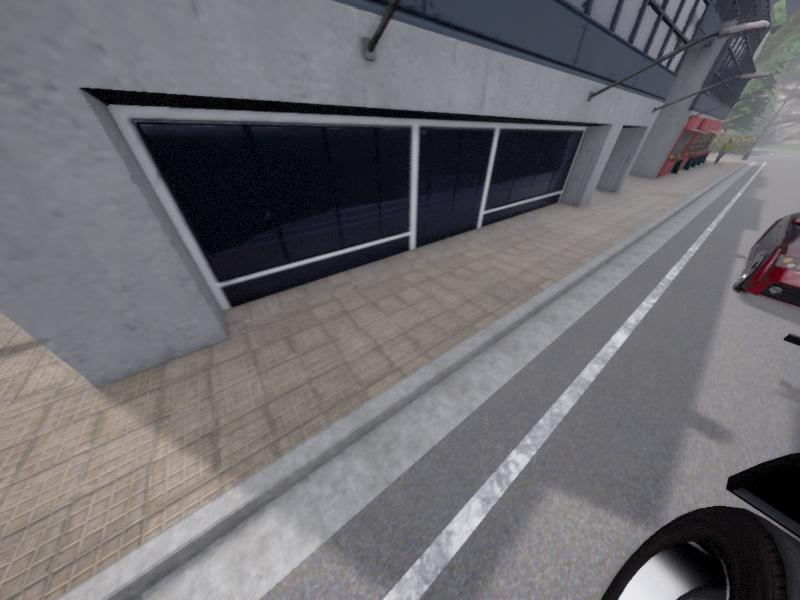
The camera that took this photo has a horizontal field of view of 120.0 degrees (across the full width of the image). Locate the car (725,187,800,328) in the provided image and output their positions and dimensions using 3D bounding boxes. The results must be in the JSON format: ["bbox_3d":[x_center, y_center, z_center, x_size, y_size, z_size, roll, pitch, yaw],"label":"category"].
[{"bbox_3d":[7.585,-0.746,3.722,4.181,1.385,1.994,-23,41,-29],"label":"car"}]

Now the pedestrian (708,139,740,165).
[{"bbox_3d":[27.303,-12.495,19.504,0.751,1.860,0.751,-24,41,-30],"label":"pedestrian"}]
